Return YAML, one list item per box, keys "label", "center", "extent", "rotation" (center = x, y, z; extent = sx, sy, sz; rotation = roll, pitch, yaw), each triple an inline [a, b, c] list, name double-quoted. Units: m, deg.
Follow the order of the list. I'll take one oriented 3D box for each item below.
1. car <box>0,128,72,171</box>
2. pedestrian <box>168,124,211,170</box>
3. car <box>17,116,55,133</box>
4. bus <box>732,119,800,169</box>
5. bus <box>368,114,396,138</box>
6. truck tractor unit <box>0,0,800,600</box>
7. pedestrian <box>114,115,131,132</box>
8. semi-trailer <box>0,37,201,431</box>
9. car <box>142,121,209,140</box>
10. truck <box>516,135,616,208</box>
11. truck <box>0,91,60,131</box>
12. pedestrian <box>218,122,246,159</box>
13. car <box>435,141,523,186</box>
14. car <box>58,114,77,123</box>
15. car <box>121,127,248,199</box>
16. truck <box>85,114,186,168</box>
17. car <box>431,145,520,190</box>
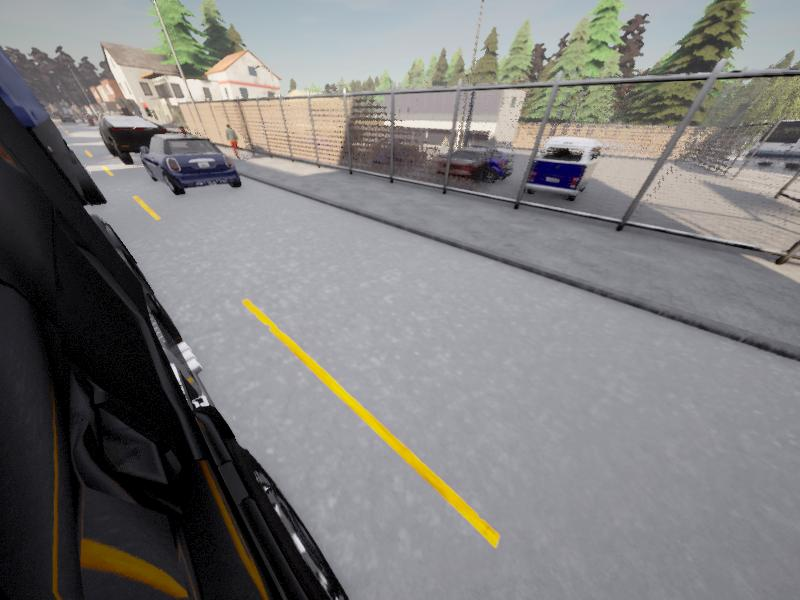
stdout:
- label: "car"
  center: [-18.452, -7.551, 11.435]
  extent: [4.181, 1.385, 1.994]
  rotation: [28, 44, 30]
- label: "pedestrian"
  center: [-10.620, -7.755, 11.725]
  extent: [0.751, 1.860, 0.751]
  rotation: [17, 39, 19]
- label: "car"
  center: [-43.492, -20.993, 27.656]
  extent: [3.705, 1.549, 1.789]
  rotation: [28, 44, 30]
- label: "bus"
  center: [45.244, -17.083, 25.496]
  extent: [10.273, 4.253, 3.944]
  rotation: [-3, 36, -6]
- label: "bus"
  center: [-4.458, -42.444, 56.260]
  extent: [3.944, 4.253, 10.273]
  rotation: [-12, 40, -15]
- label: "truck tractor unit"
  center: [-2.645, -0.295, 0.351]
  extent: [6.516, 4.208, 3.053]
  rotation: [28, 44, 30]
- label: "pedestrian"
  center: [-38.779, -24.614, 32.271]
  extent: [0.751, 1.860, 0.751]
  rotation: [-27, 46, -33]
- label: "semi-trailer"
  center: [-8.665, -3.626, 4.261]
  extent: [14.254, 4.402, 2.717]
  rotation: [29, 44, 30]
- label: "car"
  center: [-25.995, -19.739, 26.966]
  extent: [1.930, 1.638, 5.238]
  rotation: [32, 46, 33]
- label: "truck"
  center: [6.956, -5.524, 9.593]
  extent: [2.069, 2.038, 4.478]
  rotation: [28, 44, 30]
- label: "truck"
  center: [-49.797, -25.273, 31.081]
  extent: [8.468, 3.827, 2.891]
  rotation: [28, 44, 30]
- label: "pedestrian"
  center: [-10.494, -9.957, 14.488]
  extent: [0.751, 1.860, 0.751]
  rotation: [-24, 44, -30]
- label: "car"
  center: [3.950, -7.185, 12.022]
  extent: [3.705, 1.547, 1.789]
  rotation: [28, 44, 30]
- label: "car"
  center: [-79.544, -43.347, 55.244]
  extent: [4.974, 1.542, 2.038]
  rotation: [28, 44, 30]
- label: "car"
  center: [-8.246, -5.419, 8.856]
  extent: [4.553, 1.767, 2.097]
  rotation: [28, 44, 30]
- label: "truck"
  center: [-15.359, -9.332, 13.380]
  extent: [6.274, 2.098, 2.390]
  rotation: [28, 44, 30]
- label: "car"
  center: [4.019, -6.964, 11.853]
  extent: [2.033, 1.415, 5.357]
  rotation: [28, 44, 30]
